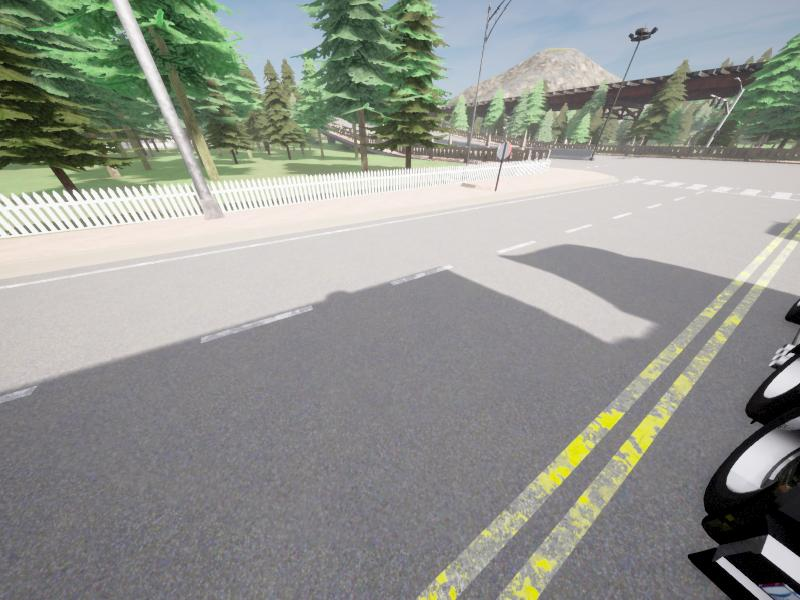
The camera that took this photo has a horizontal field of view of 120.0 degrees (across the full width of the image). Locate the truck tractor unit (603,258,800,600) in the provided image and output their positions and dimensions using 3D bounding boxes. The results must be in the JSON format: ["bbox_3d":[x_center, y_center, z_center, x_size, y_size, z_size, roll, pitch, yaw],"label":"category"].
[{"bbox_3d":[5.098,-0.313,0.797,6.516,4.208,3.053,-19,39,-25],"label":"truck tractor unit"}]
